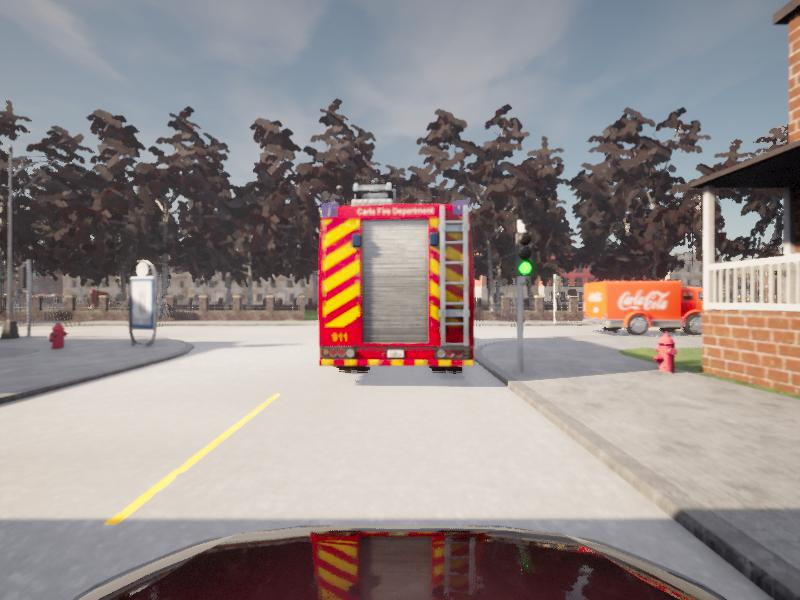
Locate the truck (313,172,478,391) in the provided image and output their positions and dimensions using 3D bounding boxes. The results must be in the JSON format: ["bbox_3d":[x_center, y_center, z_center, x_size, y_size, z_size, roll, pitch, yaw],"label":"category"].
[{"bbox_3d":[0.151,-0.320,11.300,2.891,3.827,8.468,0,0,3],"label":"truck"}]

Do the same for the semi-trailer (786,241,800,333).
[{"bbox_3d":[26.421,-0.616,18.660,14.254,4.402,2.717,0,0,0],"label":"semi-trailer"}]

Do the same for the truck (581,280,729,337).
[{"bbox_3d":[11.661,0.360,18.683,5.204,2.467,2.627,0,0,1],"label":"truck"}]

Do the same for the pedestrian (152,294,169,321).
[{"bbox_3d":[-16.696,0.537,27.925,0.751,1.860,0.751,0,0,0],"label":"pedestrian"}]
